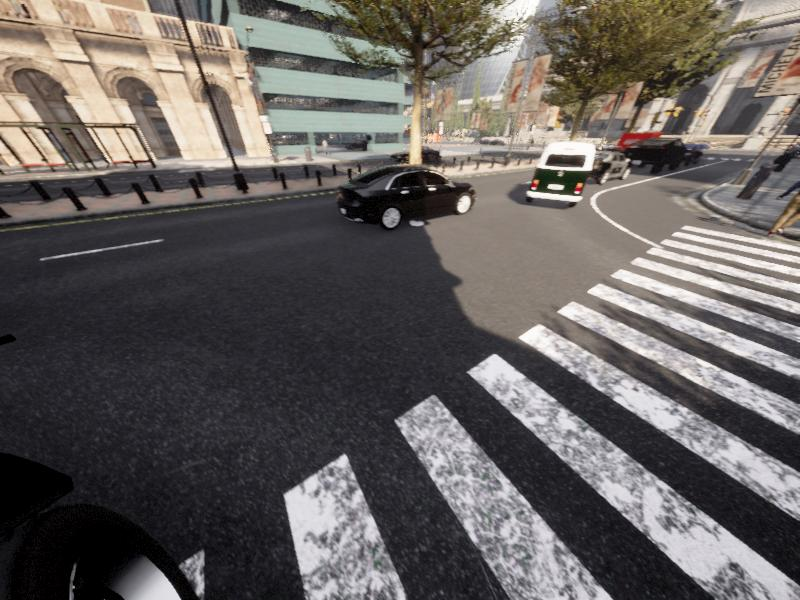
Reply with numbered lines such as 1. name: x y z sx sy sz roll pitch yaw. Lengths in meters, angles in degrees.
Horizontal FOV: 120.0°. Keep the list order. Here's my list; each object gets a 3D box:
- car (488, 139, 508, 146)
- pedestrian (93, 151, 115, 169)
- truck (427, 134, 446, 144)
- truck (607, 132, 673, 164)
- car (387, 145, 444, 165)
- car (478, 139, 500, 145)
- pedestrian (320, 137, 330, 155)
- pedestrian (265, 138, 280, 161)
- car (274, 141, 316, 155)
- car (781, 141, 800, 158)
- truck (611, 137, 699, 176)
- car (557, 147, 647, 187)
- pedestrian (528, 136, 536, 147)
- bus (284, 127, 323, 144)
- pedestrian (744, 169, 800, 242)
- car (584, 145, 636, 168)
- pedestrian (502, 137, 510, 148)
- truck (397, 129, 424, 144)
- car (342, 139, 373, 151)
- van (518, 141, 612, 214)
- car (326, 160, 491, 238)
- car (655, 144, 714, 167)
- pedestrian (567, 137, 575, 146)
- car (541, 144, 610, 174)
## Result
1. car: 25.081 -40.420 59.335 1.994 1.385 4.181 -21 40 -26
2. pedestrian: -22.115 -10.461 17.271 0.500 1.100 0.500 -21 41 -27
3. truck: 12.119 -53.453 76.667 5.204 2.467 2.627 25 43 31
4. truck: 24.317 -15.489 23.460 5.204 2.467 2.627 -21 41 -27
5. car: 1.596 -14.346 22.775 5.357 1.411 2.033 -21 41 -27
6. car: 24.897 -44.268 64.714 2.033 1.411 5.357 -21 41 -27
7. pedestrian: -9.549 -19.597 29.426 0.751 1.860 0.751 -26 43 -32
8. pedestrian: -12.286 -14.493 22.270 0.751 1.860 0.751 -20 40 -26
9. car: -14.785 -21.617 32.724 4.786 1.482 2.161 -21 41 -27
10. car: 50.458 -18.035 27.725 2.242 1.667 4.611 -21 40 -26
11. truck: 19.237 -10.953 17.419 6.274 2.098 2.390 -21 41 -27
12. car: 11.919 -7.960 13.615 5.238 1.638 1.930 -21 41 -27
13. pedestrian: 27.779 -33.333 48.694 0.751 1.860 0.751 1 36 2
14. bus: -30.581 -52.530 73.821 10.273 4.253 3.944 -19 39 -24
15. pedestrian: 10.140 -2.532 5.771 0.751 1.860 0.751 -14 38 -19
16. car: 18.882 -12.999 20.822 3.806 1.475 1.970 -21 41 -27
17. pedestrian: 21.121 -31.428 46.022 0.751 1.860 0.751 -13 37 -17
18. truck: 3.466 -54.553 77.037 8.468 3.827 2.891 15 38 20
19. car: -7.396 -27.360 40.708 4.902 1.511 2.128 -21 41 -27
20. van: 6.639 -5.245 9.463 2.069 2.038 4.480 20 40 26
21. car: 0.429 -3.493 7.476 4.892 1.490 1.837 -21 41 -27
22. car: 26.438 -13.476 21.464 4.902 1.511 2.128 -21 41 -27
23. pedestrian: 41.670 -38.507 56.213 0.751 1.860 0.751 -22 41 -27
24. car: 13.620 -11.048 17.944 5.238 1.638 1.930 -21 41 -27
